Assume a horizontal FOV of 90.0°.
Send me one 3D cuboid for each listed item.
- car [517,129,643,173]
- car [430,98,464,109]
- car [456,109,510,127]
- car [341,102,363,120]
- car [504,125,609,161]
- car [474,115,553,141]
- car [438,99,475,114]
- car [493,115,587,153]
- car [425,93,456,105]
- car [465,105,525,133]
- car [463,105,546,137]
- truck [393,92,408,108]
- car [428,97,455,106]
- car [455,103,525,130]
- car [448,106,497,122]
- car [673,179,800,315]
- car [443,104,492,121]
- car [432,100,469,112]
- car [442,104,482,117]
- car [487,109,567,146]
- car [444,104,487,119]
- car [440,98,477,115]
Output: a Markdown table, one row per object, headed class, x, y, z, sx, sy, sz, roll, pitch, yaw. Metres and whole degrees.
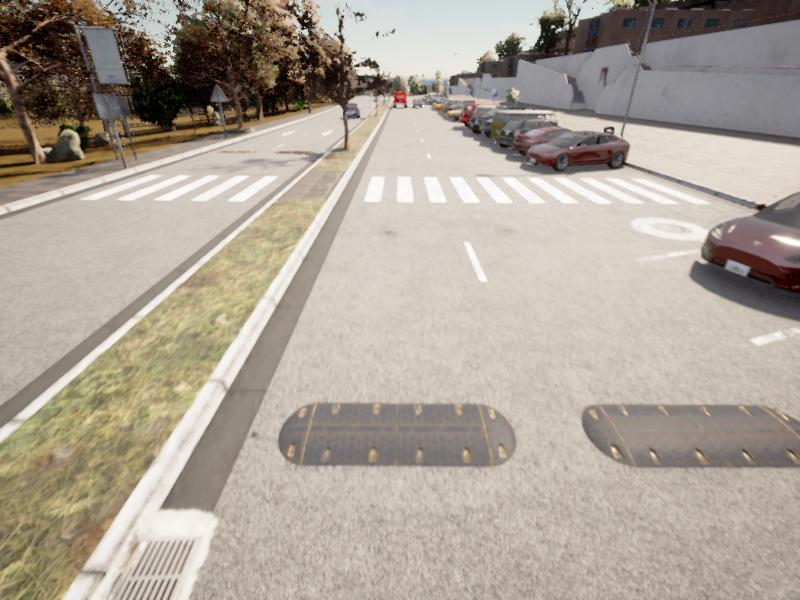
| class | x | y | z | sx | sy | sz | roll | pitch | yaw |
| --- | --- | --- | --- | --- | --- | --- | --- | --- | --- |
| car | 8.059 | -6.810 | 18.073 | 4.792 | 1.488 | 2.163 | -9 | 29 | -18 |
| car | 7.954 | -33.395 | 68.112 | 5.366 | 1.575 | 1.946 | -9 | 30 | -18 |
| car | 8.098 | -17.884 | 39.255 | 4.674 | 1.452 | 2.002 | -9 | 29 | -18 |
| car | -5.761 | -22.804 | 48.153 | 2.033 | 1.649 | 4.856 | 0 | 28 | 0 |
| car | 8.083 | -8.199 | 20.753 | 4.674 | 1.452 | 2.002 | -9 | 29 | -18 |
| car | 8.088 | -12.380 | 28.663 | 4.892 | 1.521 | 2.231 | -9 | 29 | -18 |
| car | 8.091 | -27.846 | 57.612 | 4.553 | 1.767 | 2.185 | -9 | 30 | -18 |
| car | 8.063 | -9.724 | 23.310 | 4.553 | 1.767 | 2.185 | -9 | 29 | -18 |
| car | 8.170 | -40.719 | 81.195 | 5.566 | 2.045 | 2.435 | -9 | 30 | -18 |
| car | 7.994 | -15.327 | 33.804 | 4.442 | 1.987 | 1.878 | -9 | 29 | -18 |
| car | 8.076 | -13.980 | 31.176 | 5.566 | 2.045 | 2.435 | -9 | 29 | -18 |
| truck | 0.064 | -35.848 | 71.542 | 2.627 | 2.467 | 5.204 | 0 | 28 | 0 |
| car | 8.147 | -39.077 | 78.670 | 4.892 | 1.521 | 2.231 | -9 | 30 | -18 |
| car | 8.131 | -16.759 | 36.490 | 5.566 | 2.045 | 2.435 | -9 | 29 | -18 |
| car | 8.079 | -20.672 | 44.519 | 4.792 | 1.488 | 2.163 | -9 | 30 | -18 |
| car | 8.051 | -1.246 | 7.434 | 4.792 | 1.488 | 2.163 | -9 | 29 | -18 |
| car | 7.937 | -22.075 | 47.089 | 5.366 | 1.575 | 1.946 | -9 | 30 | -18 |
| car | 7.949 | -30.552 | 62.867 | 5.366 | 1.575 | 1.946 | -9 | 30 | -18 |
| car | 8.108 | -24.878 | 52.441 | 4.674 | 1.452 | 2.002 | -9 | 30 | -18 |
| car | 8.205 | -11.217 | 25.954 | 4.442 | 1.987 | 1.878 | -9 | 29 | -18 |
| car | 8.137 | -23.483 | 49.816 | 4.792 | 1.488 | 2.163 | -9 | 29 | -18 |
| car | 8.012 | -26.499 | 54.899 | 4.442 | 1.987 | 1.878 | -9 | 30 | -18 |
